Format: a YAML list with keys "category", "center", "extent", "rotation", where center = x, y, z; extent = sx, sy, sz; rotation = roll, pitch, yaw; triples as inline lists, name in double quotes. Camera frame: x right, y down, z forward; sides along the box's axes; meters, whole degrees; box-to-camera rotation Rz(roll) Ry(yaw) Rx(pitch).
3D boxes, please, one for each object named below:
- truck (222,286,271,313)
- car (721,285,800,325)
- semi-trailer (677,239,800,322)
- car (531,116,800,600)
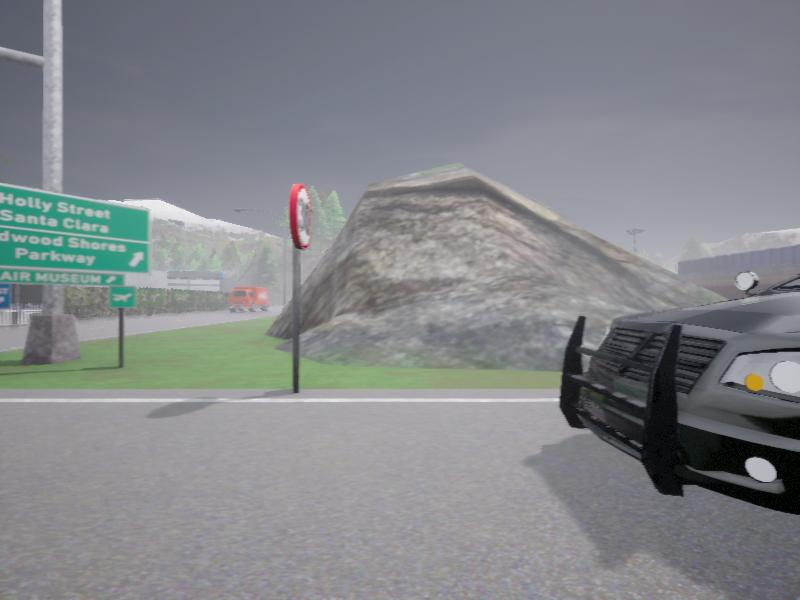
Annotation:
- category: "truck"
  center: [-14.504, -0.046, 38.275]
  extent: [2.627, 2.467, 5.204]
  rotation: [0, 0, 0]
- category: "car"
  center: [18.934, 0.237, 20.447]
  extent: [1.905, 1.878, 3.866]
  rotation: [0, 0, 0]
- category: "semi-trailer"
  center: [22.389, -1.028, 23.225]
  extent: [2.717, 4.402, 14.254]
  rotation: [0, 0, 0]
- category: "car"
  center: [3.546, 0.225, 2.201]
  extent: [4.974, 1.542, 2.038]
  rotation: [0, 0, 0]
